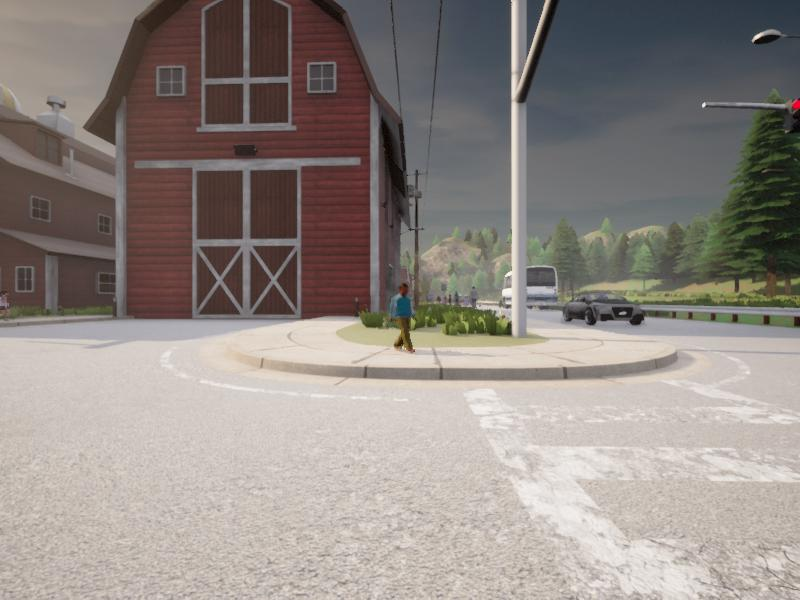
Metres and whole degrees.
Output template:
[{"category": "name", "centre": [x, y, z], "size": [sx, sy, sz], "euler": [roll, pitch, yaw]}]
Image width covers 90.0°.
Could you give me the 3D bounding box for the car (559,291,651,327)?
[{"category": "car", "centre": [8.666, 0.334, 17.379], "size": [1.994, 1.385, 4.181], "euler": [0, 0, 3]}]

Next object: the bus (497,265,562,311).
[{"category": "bus", "centre": [13.300, -1.107, 42.376], "size": [3.944, 4.253, 10.273], "euler": [0, 0, 3]}]

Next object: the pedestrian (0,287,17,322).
[{"category": "pedestrian", "centre": [-13.031, 0.146, 13.110], "size": [0.500, 1.100, 0.500], "euler": [0, 0, 16]}]

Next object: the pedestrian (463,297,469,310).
[{"category": "pedestrian", "centre": [5.605, 0.292, 34.049], "size": [0.500, 1.100, 0.500], "euler": [0, 0, 3]}]

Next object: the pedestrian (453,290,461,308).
[{"category": "pedestrian", "centre": [6.053, -0.088, 42.829], "size": [0.751, 1.860, 0.751], "euler": [0, 0, 1]}]

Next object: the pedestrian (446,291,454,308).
[{"category": "pedestrian", "centre": [5.494, -0.088, 43.985], "size": [0.751, 1.860, 0.751], "euler": [0, 0, 16]}]

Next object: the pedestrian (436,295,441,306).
[{"category": "pedestrian", "centre": [6.179, 0.064, 63.616], "size": [0.751, 1.860, 0.751], "euler": [0, 0, 10]}]

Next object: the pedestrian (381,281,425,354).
[{"category": "pedestrian", "centre": [0.042, 0.265, 6.332], "size": [0.500, 1.100, 0.500], "euler": [0, 0, -32]}]

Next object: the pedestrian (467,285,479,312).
[{"category": "pedestrian", "centre": [5.092, -0.088, 27.863], "size": [0.751, 1.860, 0.751], "euler": [0, 0, 5]}]

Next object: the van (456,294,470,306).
[{"category": "van", "centre": [11.430, 0.001, 72.587], "size": [2.069, 2.038, 4.480], "euler": [0, 0, 3]}]
